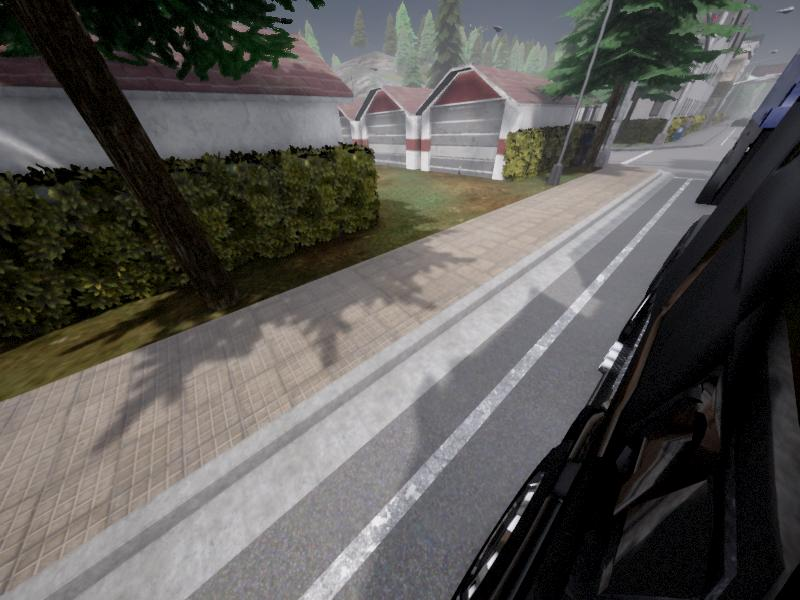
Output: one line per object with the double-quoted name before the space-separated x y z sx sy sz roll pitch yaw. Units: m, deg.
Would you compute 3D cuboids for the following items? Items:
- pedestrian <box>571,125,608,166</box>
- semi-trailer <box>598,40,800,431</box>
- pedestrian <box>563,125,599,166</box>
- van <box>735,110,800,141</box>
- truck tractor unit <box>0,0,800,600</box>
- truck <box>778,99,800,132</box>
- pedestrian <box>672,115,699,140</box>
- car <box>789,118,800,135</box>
"pedestrian" 10.763 -8.794 13.180 0.751 1.860 0.751 -20 40 -22
"semi-trailer" 8.676 -3.623 4.245 14.254 4.402 2.717 -28 44 -30
"pedestrian" 10.174 -8.719 13.045 0.751 1.860 0.751 -17 39 -18
"van" 33.625 -16.129 21.354 4.480 2.038 2.069 -32 46 -33
"truck tractor unit" 2.645 -0.295 0.351 6.516 4.208 3.053 -28 44 -30
"truck" 50.089 -22.934 27.911 8.468 3.827 2.891 -28 44 -30
"pedestrian" 27.242 -16.479 22.081 0.751 1.860 0.751 15 40 22
"car" 43.330 -18.359 24.142 4.974 1.542 2.038 -28 44 -30
